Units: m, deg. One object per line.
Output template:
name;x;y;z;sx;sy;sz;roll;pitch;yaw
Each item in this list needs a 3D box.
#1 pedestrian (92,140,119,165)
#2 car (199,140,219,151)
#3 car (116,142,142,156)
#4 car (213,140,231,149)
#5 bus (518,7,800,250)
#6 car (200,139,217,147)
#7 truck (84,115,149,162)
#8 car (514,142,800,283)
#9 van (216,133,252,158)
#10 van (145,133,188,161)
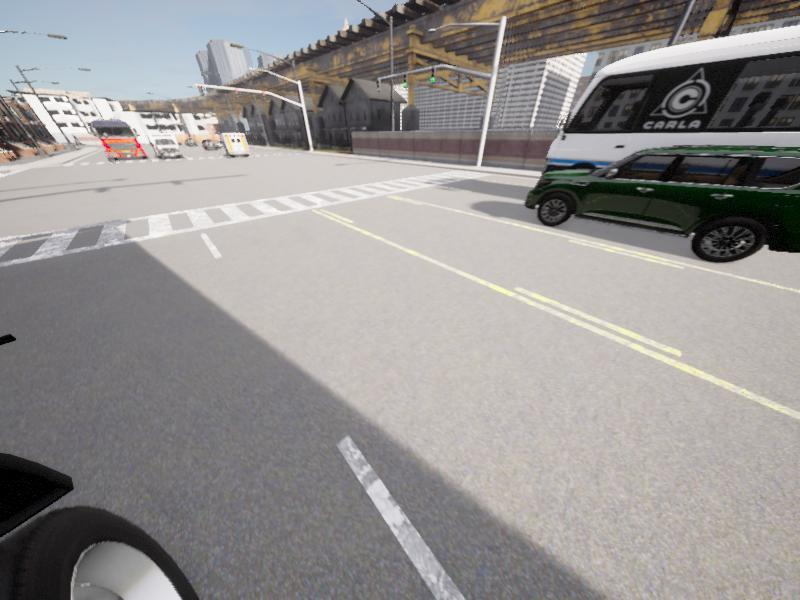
pedestrian;-26.970;-13.515;21.215;0.751;1.860;0.751;29;45;34
car;-34.821;-28.248;42.132;1.789;1.549;3.705;-28;44;-34
car;-38.742;-21.693;33.043;1.837;1.490;4.892;-29;44;-34
car;-37.514;-32.850;48.718;1.970;1.475;3.806;-28;44;-34
bus;9.805;-4.376;6.295;3.944;4.253;10.273;-28;44;-34
car;-47.347;-38.904;57.168;4.674;1.442;1.812;26;43;32
truck;-32.179;-18.541;26.611;2.891;3.827;8.468;-29;44;-34
car;6.406;-2.713;5.880;2.150;2.045;5.566;-29;44;-34
van;-21.677;-20.201;30.094;2.351;2.431;6.366;-25;42;-30
van;-27.203;-17.882;26.873;2.351;2.431;6.366;-28;44;-33
